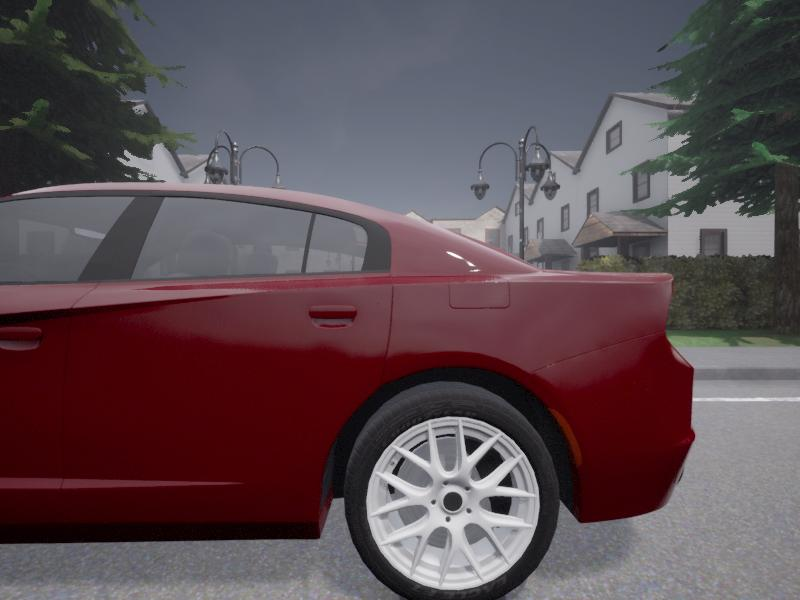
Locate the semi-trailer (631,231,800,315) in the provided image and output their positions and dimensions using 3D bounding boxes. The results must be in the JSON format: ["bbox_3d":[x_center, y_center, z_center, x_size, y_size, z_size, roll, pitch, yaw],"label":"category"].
[{"bbox_3d":[21.863,-1.410,28.014,2.717,4.402,14.254,0,0,-2],"label":"semi-trailer"}]

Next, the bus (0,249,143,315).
[{"bbox_3d":[-25.154,-1.150,30.951,3.944,4.253,10.273,0,0,0],"label":"bus"}]

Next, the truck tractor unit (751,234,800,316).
[{"bbox_3d":[22.085,-1.314,20.086,3.053,4.208,6.516,-1,0,-2],"label":"truck tractor unit"}]

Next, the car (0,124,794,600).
[{"bbox_3d":[-1.271,0.223,2.175,5.008,1.535,1.882,0,0,-1],"label":"car"}]

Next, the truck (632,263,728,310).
[{"bbox_3d":[25.495,-1.112,37.157,2.891,3.827,8.468,0,0,-1],"label":"truck"}]
